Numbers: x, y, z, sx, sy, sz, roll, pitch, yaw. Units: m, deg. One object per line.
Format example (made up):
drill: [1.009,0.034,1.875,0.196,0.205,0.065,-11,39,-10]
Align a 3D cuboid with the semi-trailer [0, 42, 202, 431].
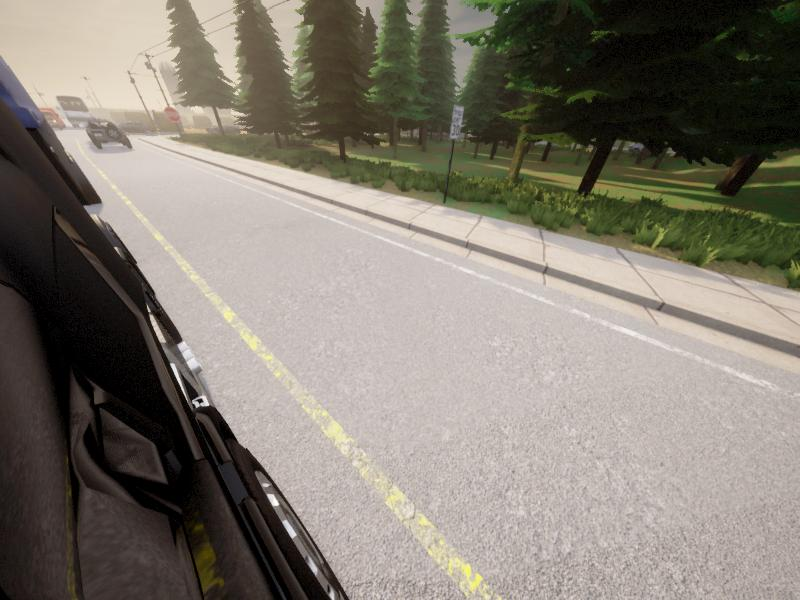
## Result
semi-trailer: [-8.703,-3.604,4.219,14.254,4.402,2.717,28,44,30]

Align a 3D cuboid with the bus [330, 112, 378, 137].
bus: [-10.074,-39.365,52.083,3.944,4.253,10.273,27,43,29]

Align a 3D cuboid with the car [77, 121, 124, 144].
car: [-27.667,-15.550,21.375,4.514,1.525,2.007,31,45,33]

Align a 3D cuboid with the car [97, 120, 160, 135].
car: [-35.830,-22.824,30.636,2.128,1.511,4.902,22,41,24]

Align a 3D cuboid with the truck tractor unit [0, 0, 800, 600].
truck tractor unit: [-2.645,-0.295,0.351,6.516,4.208,3.053,28,44,30]

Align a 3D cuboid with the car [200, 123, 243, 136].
car: [-29.115,-27.934,37.895,2.128,1.511,4.902,27,43,29]

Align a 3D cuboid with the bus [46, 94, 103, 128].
bus: [-57.584,-33.372,41.004,10.273,4.253,3.944,29,44,31]

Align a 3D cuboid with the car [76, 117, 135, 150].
car: [-22.797,-12.927,17.887,4.605,1.855,1.932,29,44,31]

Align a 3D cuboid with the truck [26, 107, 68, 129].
truck: [-55.183,-28.570,36.238,5.204,2.467,2.627,29,44,31]
